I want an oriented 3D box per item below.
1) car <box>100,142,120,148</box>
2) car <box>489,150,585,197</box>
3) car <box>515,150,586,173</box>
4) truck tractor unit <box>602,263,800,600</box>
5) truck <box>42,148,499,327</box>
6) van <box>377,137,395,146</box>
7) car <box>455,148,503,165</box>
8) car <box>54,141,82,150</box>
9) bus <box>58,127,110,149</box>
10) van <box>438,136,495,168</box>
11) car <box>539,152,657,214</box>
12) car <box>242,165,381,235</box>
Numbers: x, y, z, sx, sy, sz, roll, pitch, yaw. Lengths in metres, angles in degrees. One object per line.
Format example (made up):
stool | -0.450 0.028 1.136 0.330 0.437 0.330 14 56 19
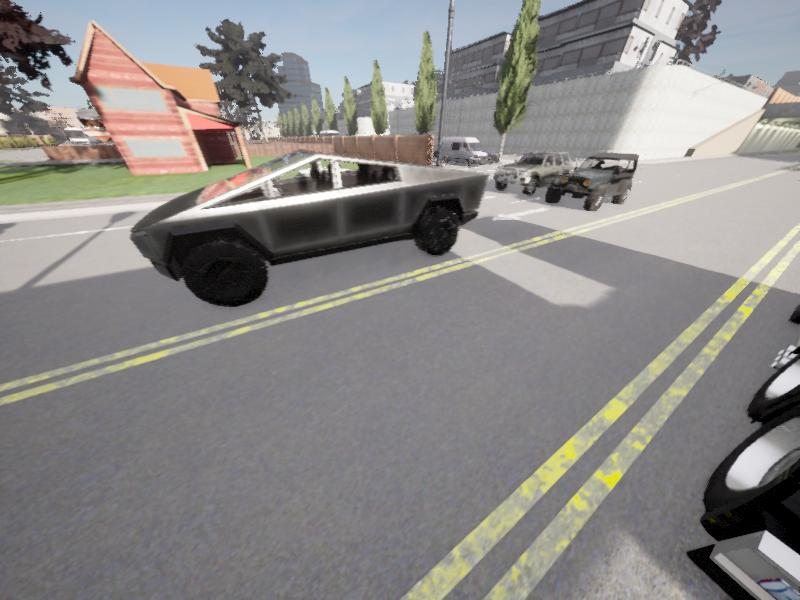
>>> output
car | -79.076 -42.350 63.064 1.895 1.301 4.718 -19 39 -26
car | 7.265 -6.877 12.320 4.605 1.855 1.932 -19 39 -27
car | 13.623 -12.875 21.318 2.128 1.511 4.902 -18 39 -24
truck tractor unit | 5.109 -0.302 0.789 6.516 4.208 3.053 -18 39 -24
truck | -1.283 -1.932 4.936 6.274 2.098 2.390 -18 39 -24
van | -5.097 -58.558 85.342 5.915 2.561 1.988 -21 40 -23
car | 9.238 -17.142 27.517 2.033 1.411 5.357 -18 39 -25
car | -75.350 -35.140 52.521 1.801 1.575 5.366 -19 39 -26
bus | -81.319 -41.977 59.920 3.944 4.253 10.273 -19 39 -26
van | 6.859 -15.990 24.838 1.988 2.561 5.915 -18 39 -25
car | 8.163 -5.018 9.641 3.866 1.878 1.905 -19 39 -26
car | -2.826 -3.529 7.764 3.806 1.475 1.970 -18 39 -25
